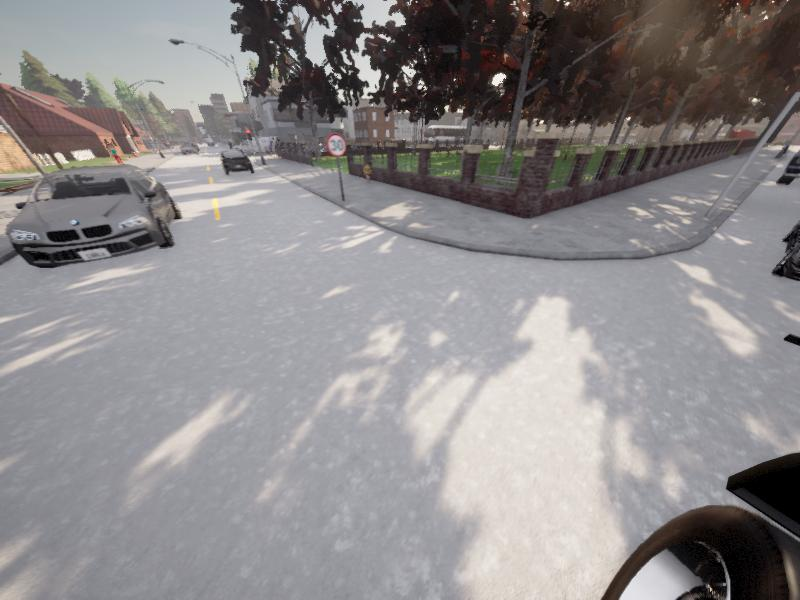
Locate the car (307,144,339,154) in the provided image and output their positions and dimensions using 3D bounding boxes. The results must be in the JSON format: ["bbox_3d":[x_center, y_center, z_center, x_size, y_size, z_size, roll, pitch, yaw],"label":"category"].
[{"bbox_3d":[-13.464,-26.577,40.548,4.718,1.301,1.895,-22,41,-27],"label":"car"}]

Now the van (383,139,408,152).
[{"bbox_3d":[-0.750,-29.115,43.428,4.442,1.987,1.775,-24,41,-29],"label":"van"}]

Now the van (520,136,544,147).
[{"bbox_3d":[37.327,-44.798,65.281,6.366,2.431,2.351,-22,41,-28],"label":"van"}]

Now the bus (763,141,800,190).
[{"bbox_3d":[24.381,-8.462,11.979,10.273,4.253,3.944,-22,41,-28],"label":"bus"}]

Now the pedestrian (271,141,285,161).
[{"bbox_3d":[-13.552,-16.612,25.724,0.751,1.860,0.751,-23,41,-28],"label":"pedestrian"}]

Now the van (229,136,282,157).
[{"bbox_3d":[-22.097,-23.766,35.664,6.366,2.431,2.351,-17,39,-23],"label":"van"}]

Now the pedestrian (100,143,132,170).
[{"bbox_3d":[-23.335,-11.824,19.031,0.751,1.860,0.751,-21,40,-27],"label":"pedestrian"}]

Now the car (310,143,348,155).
[{"bbox_3d":[-11.505,-24.715,37.809,5.357,1.411,2.033,-21,40,-26],"label":"car"}]

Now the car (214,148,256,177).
[{"bbox_3d":[-12.892,-10.783,17.962,1.882,1.535,5.008,-22,41,-28],"label":"car"}]

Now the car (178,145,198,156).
[{"bbox_3d":[-34.759,-24.682,37.998,1.994,1.385,4.181,-22,41,-28],"label":"car"}]

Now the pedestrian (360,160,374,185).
[{"bbox_3d":[-1.800,-6.925,12.554,0.500,1.100,0.500,-22,41,-28],"label":"pedestrian"}]

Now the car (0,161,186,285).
[{"bbox_3d":[-7.520,-2.428,5.965,2.242,1.667,4.611,-22,40,-27],"label":"car"}]

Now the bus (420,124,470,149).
[{"bbox_3d":[9.954,-36.575,51.942,10.273,4.253,3.944,-16,38,-22],"label":"bus"}]

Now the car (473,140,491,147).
[{"bbox_3d":[21.440,-40.904,60.392,4.674,1.442,1.812,-22,41,-28],"label":"car"}]

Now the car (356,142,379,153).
[{"bbox_3d":[-5.715,-26.959,40.814,3.633,1.501,1.845,-23,41,-29],"label":"car"}]

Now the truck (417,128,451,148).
[{"bbox_3d":[8.221,-40.197,57.448,2.891,3.827,8.468,-25,42,-30],"label":"truck"}]

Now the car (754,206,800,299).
[{"bbox_3d":[9.216,-1.215,4.330,5.357,1.411,2.033,-22,40,-27],"label":"car"}]

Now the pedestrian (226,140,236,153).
[{"bbox_3d":[-29.125,-26.459,39.837,0.751,1.860,0.751,-16,38,-21],"label":"pedestrian"}]
